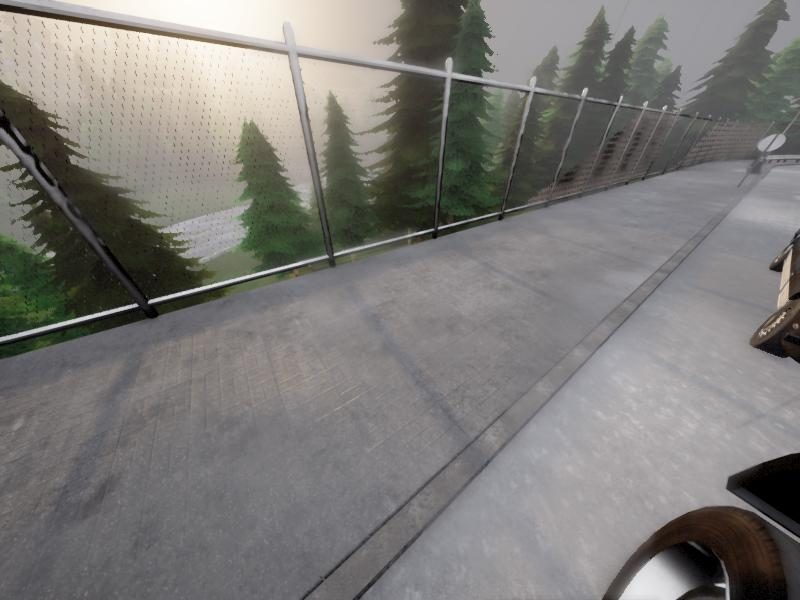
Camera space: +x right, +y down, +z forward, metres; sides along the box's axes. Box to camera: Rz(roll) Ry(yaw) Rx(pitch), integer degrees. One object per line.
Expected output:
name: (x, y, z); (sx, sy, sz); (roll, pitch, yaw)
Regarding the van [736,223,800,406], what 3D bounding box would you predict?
van: (6.826, -0.675, 2.631); (5.915, 2.561, 1.988); (-22, 41, -28)
